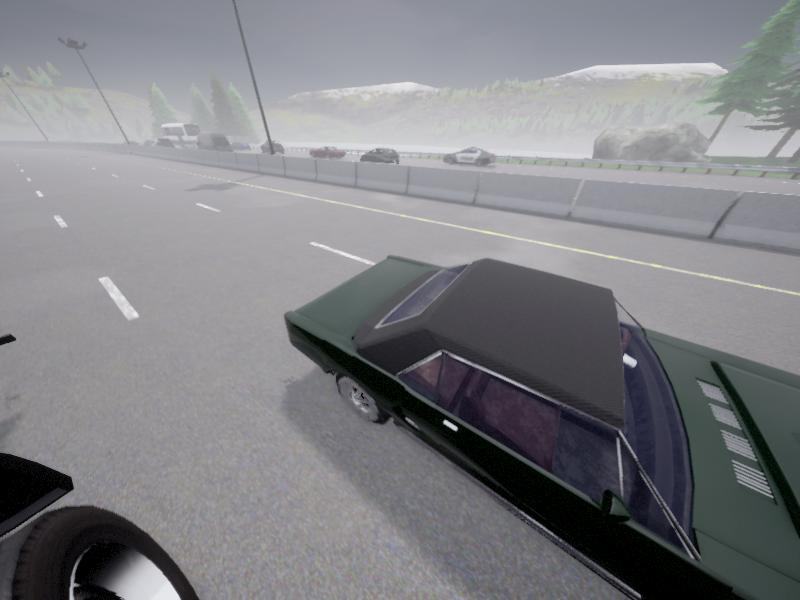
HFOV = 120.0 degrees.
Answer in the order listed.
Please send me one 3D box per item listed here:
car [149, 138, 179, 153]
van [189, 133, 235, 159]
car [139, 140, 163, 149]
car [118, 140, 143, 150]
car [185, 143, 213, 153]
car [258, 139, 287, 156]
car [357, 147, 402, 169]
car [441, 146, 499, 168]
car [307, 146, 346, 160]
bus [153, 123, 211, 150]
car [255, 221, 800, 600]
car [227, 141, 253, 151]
[{"bbox_3d":[-39.873,-26.154,39.055,3.866,1.878,1.905,21,40,26],"label":"car"},{"bbox_3d":[-24.488,-20.187,30.159,5.915,2.561,1.988,22,41,28],"label":"van"},{"bbox_3d":[-52.633,-32.910,48.844,3.988,1.617,1.851,17,38,22],"label":"car"},{"bbox_3d":[-53.805,-31.006,46.097,3.705,1.549,1.789,17,38,22],"label":"car"},{"bbox_3d":[-34.749,-26.312,39.842,4.718,1.301,1.895,22,40,28],"label":"car"},{"bbox_3d":[-19.387,-23.198,35.061,1.932,1.855,4.605,-30,46,-35],"label":"car"},{"bbox_3d":[-1.914,-13.372,21.609,1.816,1.474,4.193,-29,45,-35],"label":"car"},{"bbox_3d":[6.792,-14.214,22.839,4.974,1.542,2.038,25,42,30],"label":"car"},{"bbox_3d":[-9.129,-18.335,28.747,4.718,1.301,1.895,22,41,28],"label":"car"},{"bbox_3d":[-44.935,-33.743,47.728,10.273,4.253,3.944,18,39,23],"label":"bus"},{"bbox_3d":[1.246,0.660,1.864,4.718,1.301,1.895,22,41,28],"label":"car"},{"bbox_3d":[-30.859,-29.738,44.555,4.514,1.525,2.007,22,41,28],"label":"car"}]
